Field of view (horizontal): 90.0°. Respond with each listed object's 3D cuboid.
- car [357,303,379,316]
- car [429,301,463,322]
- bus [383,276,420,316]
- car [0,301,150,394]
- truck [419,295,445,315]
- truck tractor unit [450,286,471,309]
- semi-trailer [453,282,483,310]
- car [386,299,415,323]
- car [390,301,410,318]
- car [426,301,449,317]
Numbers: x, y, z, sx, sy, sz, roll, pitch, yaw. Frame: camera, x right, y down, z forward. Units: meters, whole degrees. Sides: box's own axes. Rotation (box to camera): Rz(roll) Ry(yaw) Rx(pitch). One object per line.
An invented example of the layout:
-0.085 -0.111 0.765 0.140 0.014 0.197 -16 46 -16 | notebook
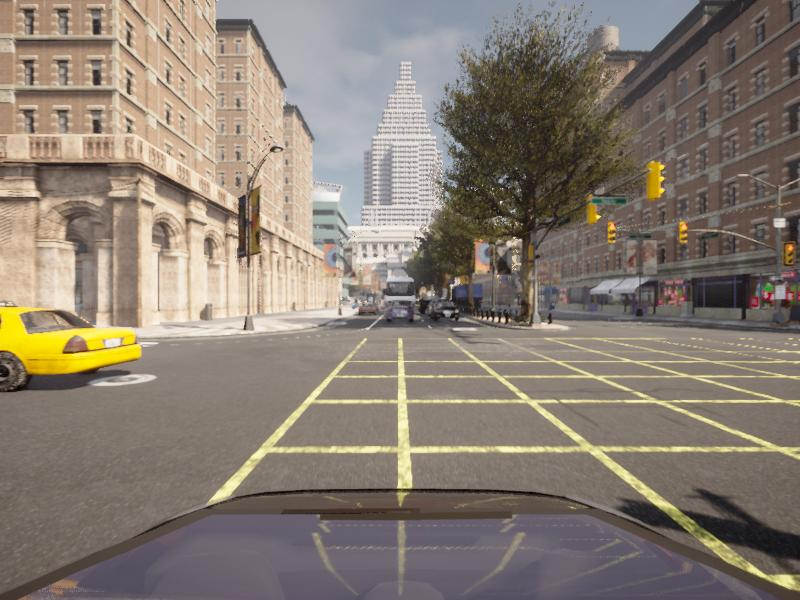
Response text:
-3.244 0.943 41.386 1.895 1.301 4.718 0 0 0 | car
3.505 0.840 31.604 2.128 1.511 4.902 0 0 0 | car
0.137 -0.535 47.923 3.944 4.253 10.273 0 1 0 | bus
-8.070 0.802 7.800 5.366 1.575 1.801 0 0 3 | car
3.506 0.548 45.261 2.390 2.098 6.274 0 0 0 | truck
11.513 -0.514 76.893 3.053 4.208 6.516 0 0 0 | truck tractor unit
11.509 -0.611 68.976 2.717 4.402 14.254 0 0 0 | semi-trailer
0.002 0.781 30.440 2.033 1.649 4.856 0 0 0 | car
0.004 0.849 37.570 1.837 1.490 4.892 0 0 0 | car
3.504 0.831 38.142 1.845 1.501 3.633 0 0 0 | car
